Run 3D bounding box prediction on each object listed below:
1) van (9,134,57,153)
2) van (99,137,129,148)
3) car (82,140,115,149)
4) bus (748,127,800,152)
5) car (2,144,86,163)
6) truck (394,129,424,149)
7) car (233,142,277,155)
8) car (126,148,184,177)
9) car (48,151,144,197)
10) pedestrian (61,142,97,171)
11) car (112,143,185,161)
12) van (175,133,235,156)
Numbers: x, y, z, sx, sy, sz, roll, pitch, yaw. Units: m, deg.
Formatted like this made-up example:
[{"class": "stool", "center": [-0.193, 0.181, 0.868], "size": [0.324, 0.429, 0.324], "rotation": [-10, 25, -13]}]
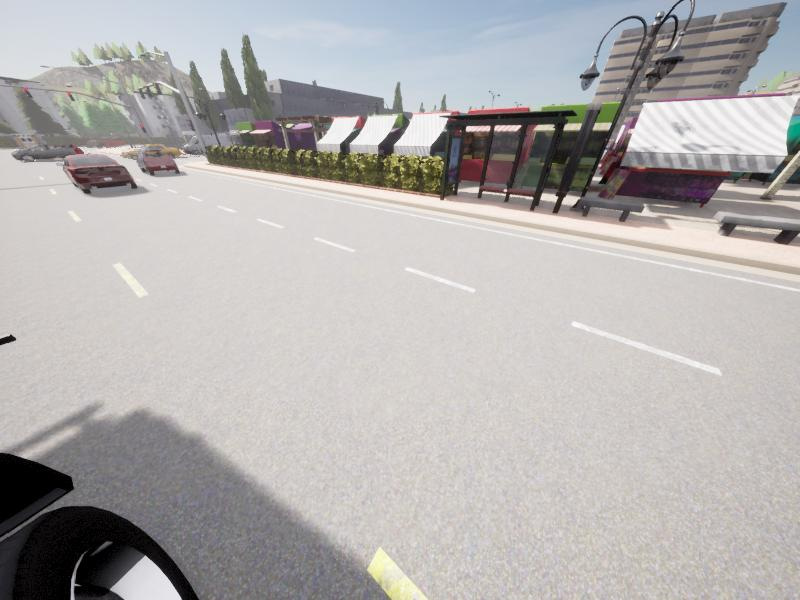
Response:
[{"class": "van", "center": [-59.249, -25.412, 37.462], "size": [2.351, 2.431, 6.366], "rotation": [-28, 44, -34]}, {"class": "van", "center": [-67.013, -36.997, 54.244], "size": [1.775, 1.987, 4.442], "rotation": [-8, 36, -11]}, {"class": "car", "center": [-70.585, -36.617, 54.244], "size": [2.152, 1.651, 5.027], "rotation": [-8, 36, -11]}, {"class": "bus", "center": [87.420, -36.946, 53.182], "size": [3.944, 4.253, 10.273], "rotation": [22, 40, 27]}, {"class": "car", "center": [-37.152, -15.473, 24.297], "size": [2.007, 1.525, 4.514], "rotation": [24, 41, 29]}, {"class": "truck", "center": [2.310, -39.671, 56.930], "size": [2.891, 3.827, 8.468], "rotation": [23, 41, 29]}, {"class": "car", "center": [-22.267, -23.461, 35.693], "size": [1.801, 1.575, 5.366], "rotation": [24, 41, 29]}, {"class": "car", "center": [-17.696, -10.005, 16.668], "size": [3.633, 1.501, 1.845], "rotation": [25, 42, 31]}, {"class": "car", "center": [-15.541, -6.563, 11.789], "size": [5.008, 1.535, 1.882], "rotation": [23, 41, 28]}, {"class": "pedestrian", "center": [-24.576, -11.011, 17.718], "size": [0.751, 1.860, 0.751], "rotation": [22, 41, 28]}, {"class": "car", "center": [-29.238, -17.494, 27.174], "size": [1.801, 1.575, 5.366], "rotation": [17, 38, 22]}, {"class": "van", "center": [-28.250, -22.704, 33.748], "size": [1.988, 2.561, 5.915], "rotation": [25, 42, 30]}]
